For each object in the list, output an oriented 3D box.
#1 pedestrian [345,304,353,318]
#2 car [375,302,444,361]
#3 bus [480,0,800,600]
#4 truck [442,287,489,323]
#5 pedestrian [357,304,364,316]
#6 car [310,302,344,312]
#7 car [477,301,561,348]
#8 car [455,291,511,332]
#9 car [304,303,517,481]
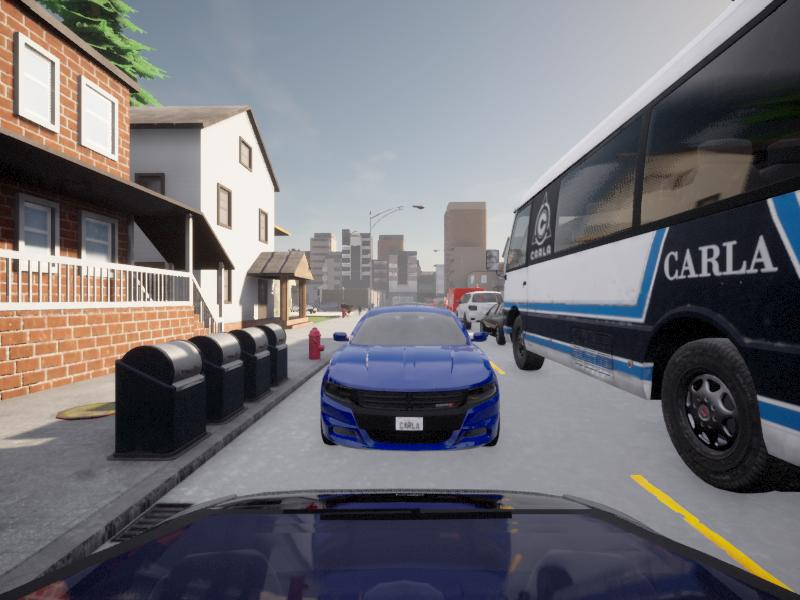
[{"bbox_3d":[-4.171,0.905,32.817,0.500,1.100,0.500,0,0,23],"label":"pedestrian"},{"bbox_3d":[0.299,0.842,13.063,1.837,1.490,4.892,0,1,1],"label":"car"},{"bbox_3d":[4.014,-0.534,5.575,3.944,4.253,10.273,0,0,1],"label":"bus"},{"bbox_3d":[4.794,0.357,30.240,2.627,2.467,5.204,0,0,0],"label":"truck"},{"bbox_3d":[-3.591,0.905,36.083,0.500,1.100,0.500,0,0,14],"label":"pedestrian"},{"bbox_3d":[-9.696,0.908,53.521,4.181,1.385,1.994,0,0,0],"label":"car"},{"bbox_3d":[4.358,0.828,15.497,2.007,1.525,4.514,0,0,1],"label":"car"},{"bbox_3d":[4.537,0.568,22.777,2.150,2.045,5.566,0,0,1],"label":"car"},{"bbox_3d":[0.148,0.823,6.037,1.882,1.535,5.008,0,0,1],"label":"car"}]
